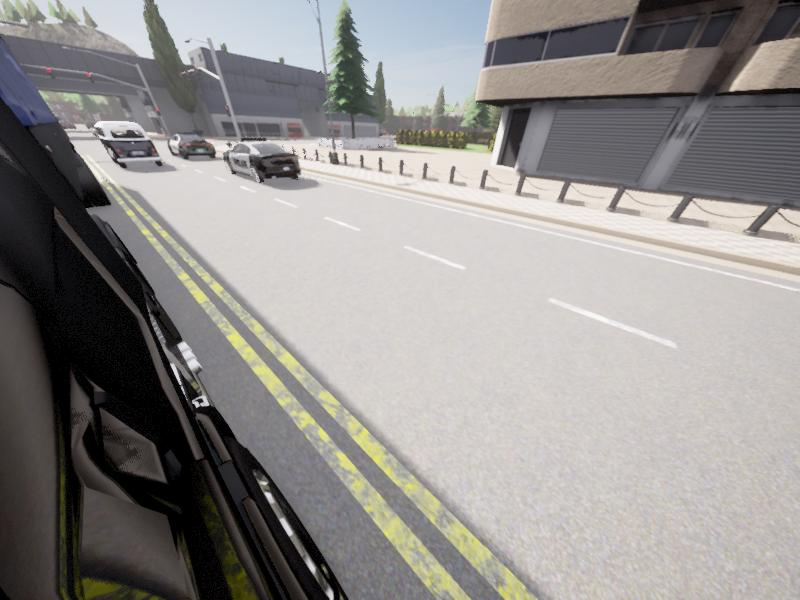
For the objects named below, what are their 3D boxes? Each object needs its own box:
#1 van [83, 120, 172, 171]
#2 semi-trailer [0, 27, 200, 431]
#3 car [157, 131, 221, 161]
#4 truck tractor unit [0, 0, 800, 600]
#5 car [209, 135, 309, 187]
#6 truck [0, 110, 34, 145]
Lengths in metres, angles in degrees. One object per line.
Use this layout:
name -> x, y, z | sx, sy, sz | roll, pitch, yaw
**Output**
van -> -15.315, -8.761, 12.985 | 4.480, 2.038, 2.069 | 28, 43, 30
semi-trailer -> -8.634, -3.612, 4.340 | 14.254, 4.402, 2.717 | 29, 44, 31
car -> -15.493, -11.376, 16.946 | 4.974, 1.542, 2.038 | 28, 44, 31
truck tractor unit -> -2.645, -0.295, 0.351 | 6.516, 4.208, 3.053 | 28, 44, 30
car -> -6.920, -6.921, 11.251 | 5.238, 1.638, 1.930 | 27, 43, 30
truck -> -36.425, -14.668, 19.566 | 2.627, 2.467, 5.204 | 27, 43, 30
